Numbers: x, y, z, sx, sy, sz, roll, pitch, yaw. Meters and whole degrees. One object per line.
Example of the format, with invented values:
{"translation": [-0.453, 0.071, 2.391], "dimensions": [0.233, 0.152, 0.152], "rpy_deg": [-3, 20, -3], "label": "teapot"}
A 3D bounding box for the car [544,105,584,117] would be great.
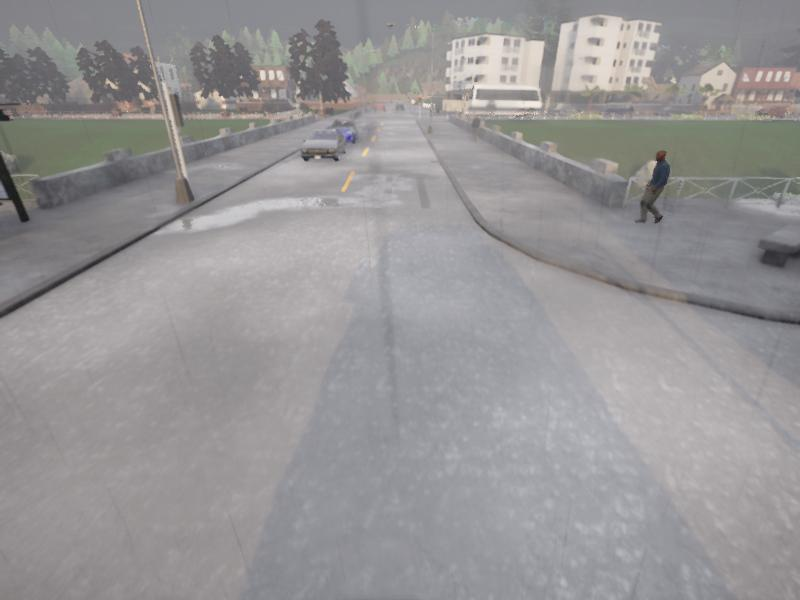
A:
{"translation": [25.254, -29.204, 61.826], "dimensions": [5.238, 1.638, 1.930], "rpy_deg": [0, 27, 0], "label": "car"}

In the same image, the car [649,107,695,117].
{"translation": [42.039, -29.070, 61.887], "dimensions": [5.357, 1.411, 2.033], "rpy_deg": [0, 27, 0], "label": "car"}

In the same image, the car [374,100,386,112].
{"translation": [-4.006, -38.721, 79.810], "dimensions": [2.150, 2.045, 5.566], "rpy_deg": [0, 27, 0], "label": "car"}

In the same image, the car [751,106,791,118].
{"translation": [57.294, -29.096, 61.866], "dimensions": [3.988, 1.617, 1.851], "rpy_deg": [0, 27, 0], "label": "car"}

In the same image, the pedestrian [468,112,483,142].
{"translation": [5.115, -11.802, 27.327], "dimensions": [0.751, 1.860, 0.751], "rpy_deg": [0, 27, 0], "label": "pedestrian"}

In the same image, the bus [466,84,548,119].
{"translation": [15.208, -28.620, 57.772], "dimensions": [10.273, 4.253, 3.944], "rpy_deg": [1, 27, 0], "label": "bus"}

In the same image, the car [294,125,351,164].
{"translation": [-3.991, -8.478, 21.607], "dimensions": [2.033, 1.411, 5.357], "rpy_deg": [0, 27, 0], "label": "car"}

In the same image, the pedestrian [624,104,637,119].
{"translation": [30.793, -25.169, 53.467], "dimensions": [0.751, 1.860, 0.751], "rpy_deg": [-2, 27, -4], "label": "pedestrian"}

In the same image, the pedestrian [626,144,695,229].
{"translation": [6.257, -2.758, 9.714], "dimensions": [0.751, 1.860, 0.751], "rpy_deg": [3, 27, 6], "label": "pedestrian"}

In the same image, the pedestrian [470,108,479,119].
{"translation": [9.936, -24.961, 53.593], "dimensions": [0.751, 1.300, 0.751], "rpy_deg": [-16, 31, -28], "label": "pedestrian"}

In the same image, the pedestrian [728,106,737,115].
{"translation": [54.556, -31.055, 65.641], "dimensions": [0.751, 1.300, 0.751], "rpy_deg": [17, 32, 30], "label": "pedestrian"}

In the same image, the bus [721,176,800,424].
{"translation": [9.364, -0.298, 2.586], "dimensions": [10.273, 4.253, 3.944], "rpy_deg": [-1, 27, -1], "label": "bus"}

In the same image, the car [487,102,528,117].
{"translation": [16.539, -29.398, 61.732], "dimensions": [5.566, 2.045, 2.150], "rpy_deg": [0, 27, 0], "label": "car"}

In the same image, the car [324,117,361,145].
{"translation": [-4.003, -12.110, 28.536], "dimensions": [2.007, 1.525, 4.514], "rpy_deg": [0, 27, 0], "label": "car"}

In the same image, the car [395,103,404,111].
{"translation": [-0.007, -40.737, 84.338], "dimensions": [1.837, 1.490, 4.892], "rpy_deg": [0, 27, 0], "label": "car"}

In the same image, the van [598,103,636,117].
{"translation": [33.451, -29.343, 61.750], "dimensions": [4.442, 1.987, 1.775], "rpy_deg": [0, 27, 0], "label": "van"}
